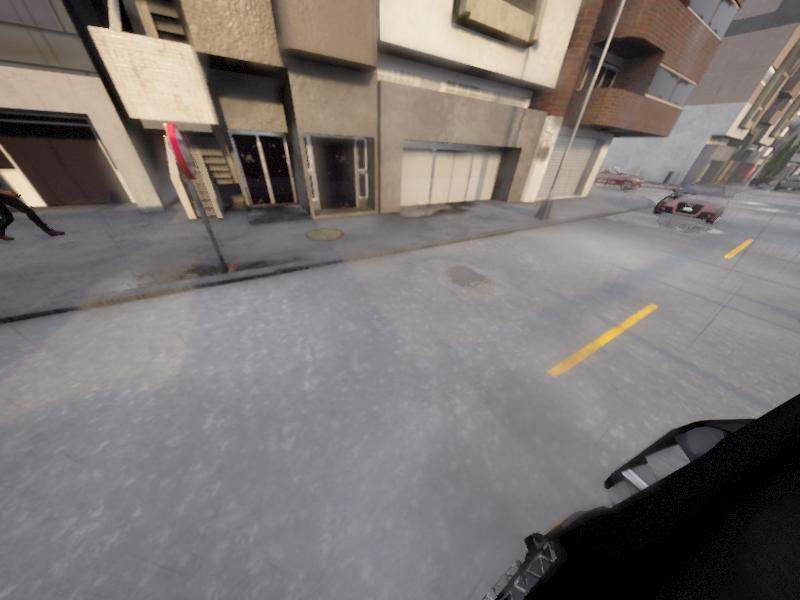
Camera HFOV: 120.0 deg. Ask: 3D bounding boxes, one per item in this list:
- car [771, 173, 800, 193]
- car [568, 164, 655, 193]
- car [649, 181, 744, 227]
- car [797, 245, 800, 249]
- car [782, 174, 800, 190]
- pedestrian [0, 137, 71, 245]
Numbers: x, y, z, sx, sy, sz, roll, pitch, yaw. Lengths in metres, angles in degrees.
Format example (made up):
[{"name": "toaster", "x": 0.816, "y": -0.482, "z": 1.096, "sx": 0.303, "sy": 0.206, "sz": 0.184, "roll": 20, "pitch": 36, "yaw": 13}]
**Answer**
[{"name": "car", "x": 44.526, "y": -13.171, "z": 25.894, "sx": 4.553, "sy": 1.767, "sz": 2.097, "roll": -16, "pitch": 38, "yaw": -26}, {"name": "car", "x": 18.136, "y": -10.712, "z": 20.142, "sx": 2.152, "sy": 1.651, "sz": 5.027, "roll": -19, "pitch": 40, "yaw": -30}, {"name": "car", "x": 14.100, "y": -4.694, "z": 10.975, "sx": 4.181, "sy": 1.385, "sz": 1.994, "roll": -21, "pitch": 40, "yaw": -31}, {"name": "car", "x": 15.557, "y": -2.453, "z": 7.338, "sx": 4.553, "sy": 1.767, "sz": 2.097, "roll": -16, "pitch": 38, "yaw": -26}, {"name": "car", "x": 50.675, "y": -14.817, "z": 29.079, "sx": 5.366, "sy": 1.575, "sz": 1.801, "roll": -16, "pitch": 38, "yaw": -26}, {"name": "pedestrian", "x": -8.060, "y": -2.164, "z": 4.637, "sx": 0.751, "sy": 1.860, "sz": 0.751, "roll": -14, "pitch": 37, "yaw": -24}]
